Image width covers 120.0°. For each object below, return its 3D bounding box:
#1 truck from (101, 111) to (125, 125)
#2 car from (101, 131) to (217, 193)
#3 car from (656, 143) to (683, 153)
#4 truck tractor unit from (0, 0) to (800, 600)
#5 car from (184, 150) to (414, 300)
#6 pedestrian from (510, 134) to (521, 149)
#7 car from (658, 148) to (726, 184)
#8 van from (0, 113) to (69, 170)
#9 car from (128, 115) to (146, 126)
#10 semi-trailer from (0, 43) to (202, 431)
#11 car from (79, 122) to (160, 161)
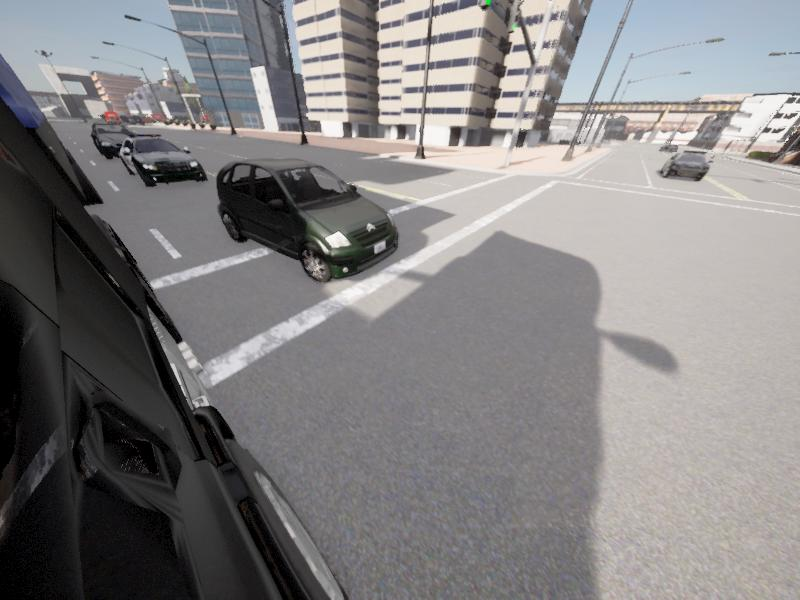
[{"bbox_3d":[-69.109,-43.966,55.711,2.627,2.467,5.204,-28,47,-34],"label":"truck"},{"bbox_3d":[-10.014,-5.885,9.564,4.974,1.542,2.038,28,44,30],"label":"car"},{"bbox_3d":[57.492,-32.501,49.380,2.128,1.511,4.902,18,40,20],"label":"car"},{"bbox_3d":[-2.645,-0.295,0.351,6.516,4.208,3.053,28,44,30],"label":"truck tractor unit"},{"bbox_3d":[-1.955,-1.815,4.600,3.988,1.617,1.851,24,42,26],"label":"car"},{"bbox_3d":[18.364,-25.212,36.765,0.751,1.860,0.751,-21,43,-28],"label":"pedestrian"},{"bbox_3d":[20.293,-9.585,16.336,1.930,1.638,5.238,28,44,30],"label":"car"},{"bbox_3d":[-18.309,-7.771,11.168,4.442,1.987,1.775,28,44,30],"label":"van"},{"bbox_3d":[-60.827,-41.516,53.459,3.866,1.878,1.905,31,45,33],"label":"car"},{"bbox_3d":[-8.695,-3.613,4.222,14.254,4.402,2.717,28,44,30],"label":"semi-trailer"},{"bbox_3d":[-17.385,-9.896,14.316,4.611,1.667,2.242,28,44,30],"label":"car"}]
